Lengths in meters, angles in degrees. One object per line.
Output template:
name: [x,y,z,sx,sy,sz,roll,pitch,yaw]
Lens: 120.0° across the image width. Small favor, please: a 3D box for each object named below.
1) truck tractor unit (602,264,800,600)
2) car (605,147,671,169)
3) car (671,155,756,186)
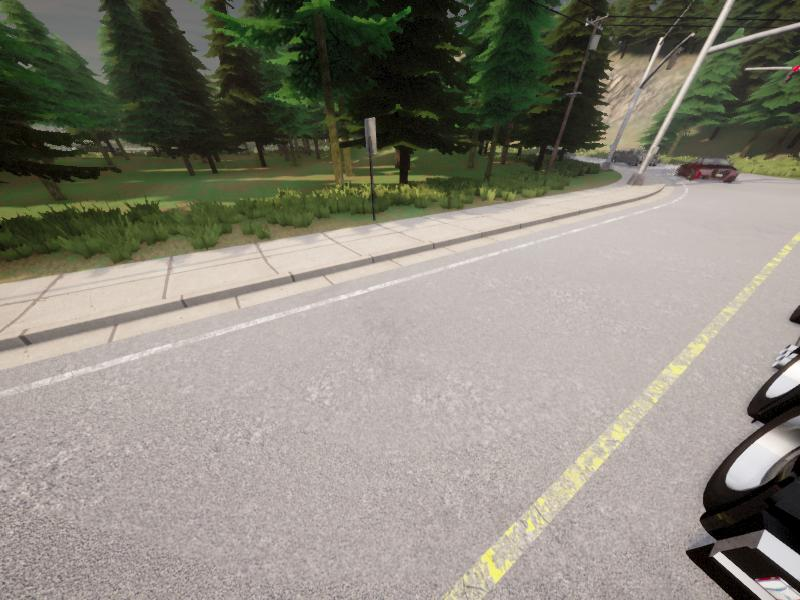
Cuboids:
truck tractor unit: [5.109,-0.303,0.781,6.516,4.208,3.053,-18,39,-24]
car: [25.070,-15.262,24.674,2.152,1.651,5.027,3,35,4]
car: [20.986,-8.913,15.759,1.994,1.385,4.181,19,39,25]
